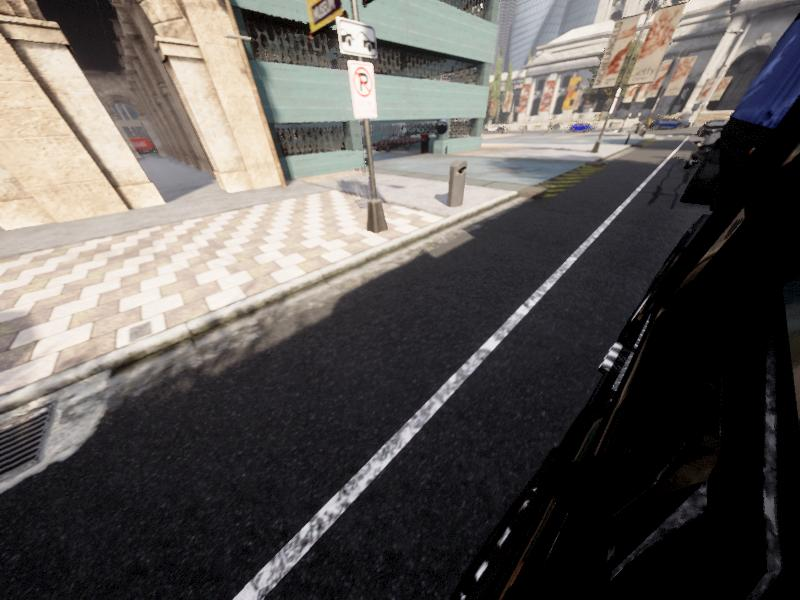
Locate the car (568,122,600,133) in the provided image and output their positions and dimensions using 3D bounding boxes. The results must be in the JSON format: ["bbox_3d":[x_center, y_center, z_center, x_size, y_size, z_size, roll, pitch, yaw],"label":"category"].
[{"bbox_3d":[34.968,-32.940,44.074,1.816,1.474,4.193,-31,45,-32],"label":"car"}]

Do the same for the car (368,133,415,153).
[{"bbox_3d":[-0.805,-16.967,24.905,4.902,1.511,2.128,-31,45,-32],"label":"car"}]

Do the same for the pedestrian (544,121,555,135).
[{"bbox_3d":[23.740,-27.323,36.707,0.751,1.860,0.751,-24,41,-25],"label":"pedestrian"}]

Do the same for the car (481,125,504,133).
[{"bbox_3d":[24.508,-45.290,61.157,4.974,1.542,2.038,25,45,32],"label":"car"}]

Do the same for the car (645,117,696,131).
[{"bbox_3d":[43.099,-28.090,36.933,2.033,1.649,4.856,-31,45,-32],"label":"car"}]

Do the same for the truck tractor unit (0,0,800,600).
[{"bbox_3d":[2.645,-0.295,0.351,6.516,4.208,3.053,-28,44,-30],"label":"truck tractor unit"}]

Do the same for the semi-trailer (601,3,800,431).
[{"bbox_3d":[8.507,-3.735,4.399,14.254,4.402,2.717,-30,45,-32],"label":"semi-trailer"}]

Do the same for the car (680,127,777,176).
[{"bbox_3d":[15.320,-7.172,10.973,4.892,1.490,1.837,-31,45,-32],"label":"car"}]

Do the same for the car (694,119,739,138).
[{"bbox_3d":[33.905,-18.500,24.897,1.812,1.442,4.674,25,45,31],"label":"car"}]

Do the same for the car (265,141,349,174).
[{"bbox_3d":[-6.345,-10.175,16.275,4.786,1.482,2.161,-31,45,-32],"label":"car"}]
